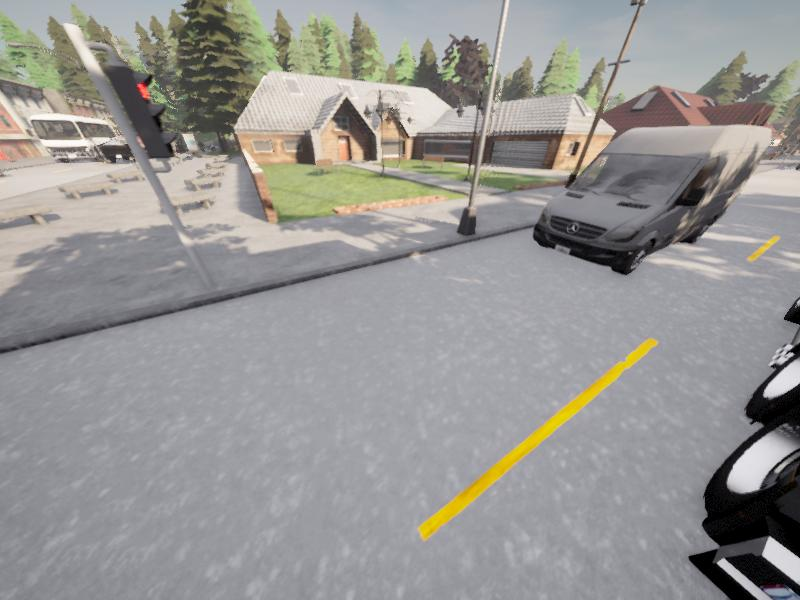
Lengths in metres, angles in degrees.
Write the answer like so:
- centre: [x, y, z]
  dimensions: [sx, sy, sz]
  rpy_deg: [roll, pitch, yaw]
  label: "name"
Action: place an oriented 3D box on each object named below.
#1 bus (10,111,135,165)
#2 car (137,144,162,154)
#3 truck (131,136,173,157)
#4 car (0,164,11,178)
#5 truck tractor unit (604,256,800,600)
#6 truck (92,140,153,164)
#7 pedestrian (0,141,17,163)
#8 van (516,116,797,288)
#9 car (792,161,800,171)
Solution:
- centre: [-36.184, -18.517, 26.601]
  dimensions: [3.944, 4.253, 10.273]
  rpy_deg: [-18, 39, -24]
  label: "bus"
- centre: [-48.098, -29.115, 44.493]
  dimensions: [1.801, 1.575, 5.366]
  rpy_deg: [-18, 39, -24]
  label: "car"
- centre: [-36.964, -23.052, 34.673]
  dimensions: [2.627, 2.467, 5.204]
  rpy_deg: [-18, 39, -24]
  label: "truck"
- centre: [-27.092, -8.068, 14.034]
  dimensions: [1.845, 1.501, 3.633]
  rpy_deg: [-18, 39, -24]
  label: "car"
- centre: [5.094, -0.318, 0.799]
  dimensions: [6.516, 4.208, 3.053]
  rpy_deg: [-19, 39, -25]
  label: "truck tractor unit"
- centre: [-31.061, -16.937, 26.255]
  dimensions: [2.390, 2.098, 6.274]
  rpy_deg: [-18, 39, -24]
  label: "truck"
- centre: [-40.963, -15.124, 23.634]
  dimensions: [0.751, 1.860, 0.751]
  rpy_deg: [-4, 35, -7]
  label: "pedestrian"
- centre: [5.997, -2.585, 5.546]
  dimensions: [5.915, 2.561, 1.988]
  rpy_deg: [-17, 39, -23]
  label: "van"
- centre: [39.847, -13.022, 21.853]
  dimensions: [4.181, 1.385, 1.994]
  rpy_deg: [-18, 39, -24]
  label: "car"
